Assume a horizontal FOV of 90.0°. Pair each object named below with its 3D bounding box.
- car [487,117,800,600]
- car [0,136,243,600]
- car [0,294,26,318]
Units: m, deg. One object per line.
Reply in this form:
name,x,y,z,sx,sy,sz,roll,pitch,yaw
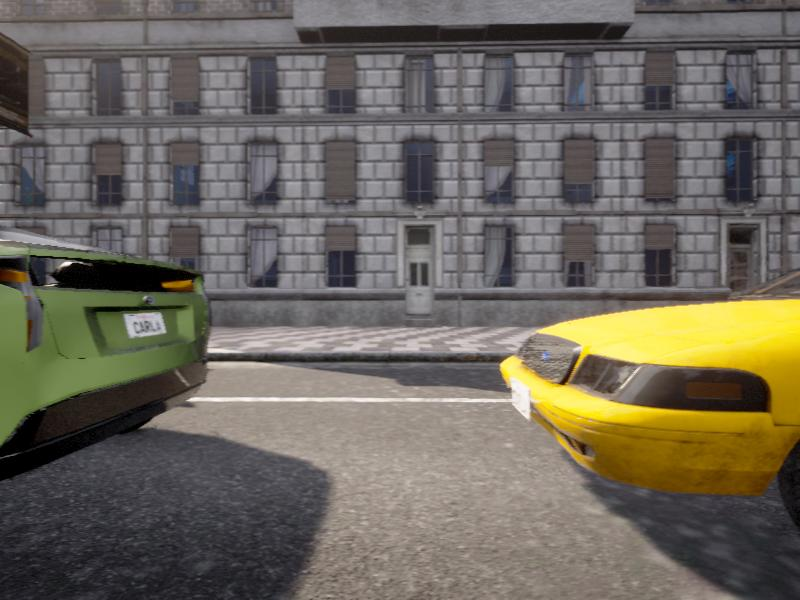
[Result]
car,3.338,0.197,2.146,5.366,1.575,1.801,0,0,1
car,-3.537,0.234,2.256,4.514,1.525,2.007,0,0,1
car,-23.878,0.342,22.367,1.994,1.385,4.181,0,0,1
